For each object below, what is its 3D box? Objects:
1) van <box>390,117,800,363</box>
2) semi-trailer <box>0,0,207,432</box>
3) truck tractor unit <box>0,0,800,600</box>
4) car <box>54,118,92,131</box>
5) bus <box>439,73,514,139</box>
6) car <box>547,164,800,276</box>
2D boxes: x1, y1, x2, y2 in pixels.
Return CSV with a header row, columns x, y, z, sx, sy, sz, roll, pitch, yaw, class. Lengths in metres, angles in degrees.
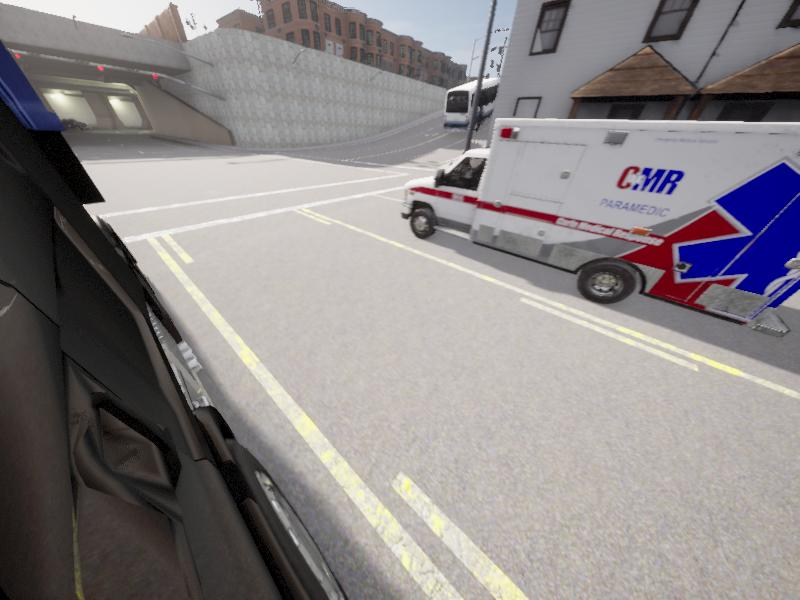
x,y,z,sx,sy,sz,roll,pitch,yaw,class
2.981,-1.964,4.578,6.366,2.431,2.351,28,43,30,van
-9.046,-3.329,3.872,14.254,4.402,2.717,24,41,26,semi-trailer
-2.645,-0.295,0.351,6.516,4.208,3.053,28,44,30,truck tractor unit
-54.526,-29.406,38.682,2.152,1.651,5.027,-19,42,-28,car
9.321,-23.683,28.077,3.944,4.253,10.273,28,57,30,bus
6.617,-2.391,6.119,3.988,1.617,1.851,28,43,30,car
